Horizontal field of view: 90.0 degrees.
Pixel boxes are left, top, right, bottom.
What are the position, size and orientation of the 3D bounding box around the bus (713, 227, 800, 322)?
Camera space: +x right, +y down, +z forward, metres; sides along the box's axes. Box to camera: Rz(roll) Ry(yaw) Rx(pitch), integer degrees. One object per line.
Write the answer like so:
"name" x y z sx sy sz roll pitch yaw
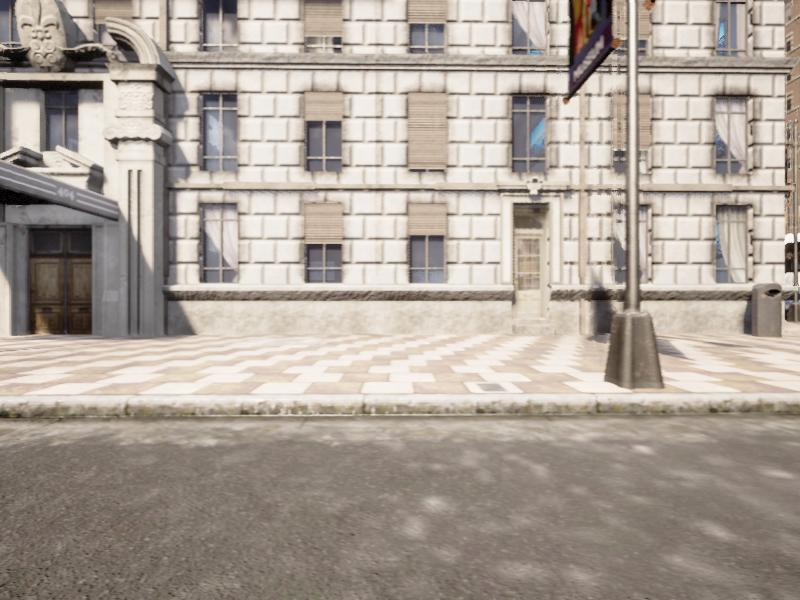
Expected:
"bus" 19.835 -1.138 17.586 3.944 4.253 10.273 0 -1 -1
